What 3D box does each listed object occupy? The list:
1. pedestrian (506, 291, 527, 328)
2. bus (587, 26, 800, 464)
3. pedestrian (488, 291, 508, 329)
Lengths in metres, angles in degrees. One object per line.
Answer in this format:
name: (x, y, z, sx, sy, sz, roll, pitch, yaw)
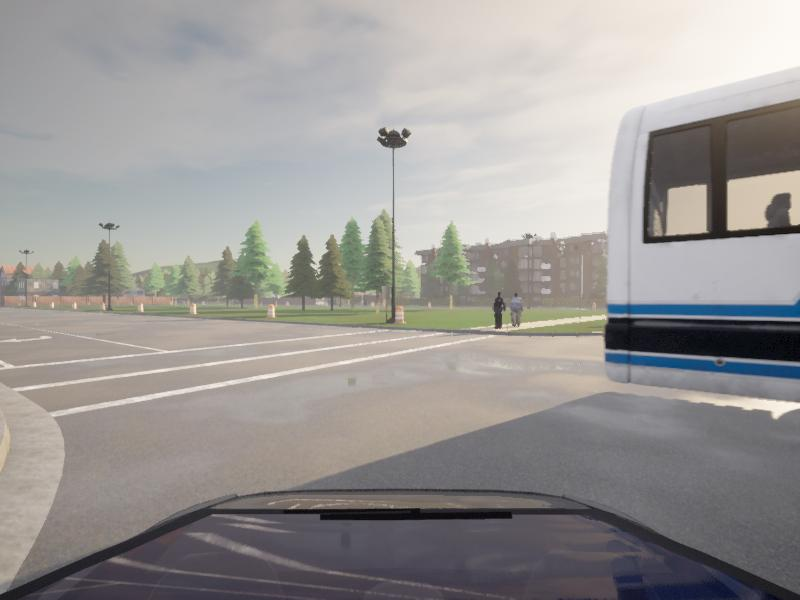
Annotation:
pedestrian: (6.060, 0.485, 20.798, 0.751, 1.860, 0.751, 0, 0, 43)
bus: (7.646, -0.534, 3.533, 10.273, 4.253, 3.944, 0, 0, 37)
pedestrian: (4.882, 0.485, 19.837, 0.751, 1.860, 0.751, 0, 0, 34)
